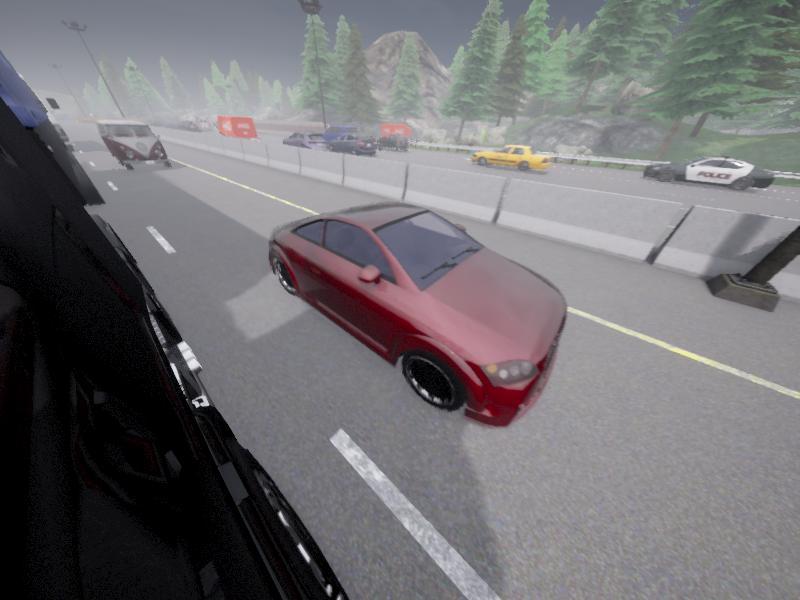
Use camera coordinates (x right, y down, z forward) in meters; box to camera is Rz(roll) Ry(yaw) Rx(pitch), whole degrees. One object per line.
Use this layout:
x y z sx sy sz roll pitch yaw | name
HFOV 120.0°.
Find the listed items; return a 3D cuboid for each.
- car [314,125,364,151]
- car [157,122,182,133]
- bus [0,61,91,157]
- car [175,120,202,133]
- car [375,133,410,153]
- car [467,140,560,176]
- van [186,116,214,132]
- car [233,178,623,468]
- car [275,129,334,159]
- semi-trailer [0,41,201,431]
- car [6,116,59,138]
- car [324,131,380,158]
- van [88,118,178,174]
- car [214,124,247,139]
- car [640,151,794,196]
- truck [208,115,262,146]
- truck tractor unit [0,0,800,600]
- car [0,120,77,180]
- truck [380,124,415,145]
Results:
-6.714 -17.980 25.528 5.566 2.045 2.150 28 44 30 | car
-39.745 -29.714 39.804 4.181 1.385 1.994 28 44 30 | car
-25.925 -12.736 15.561 10.273 4.253 3.944 28 44 30 | bus
-39.648 -32.523 43.304 4.611 1.667 2.242 28 44 30 | car
-0.875 -17.475 25.606 3.705 1.549 1.789 31 46 32 | car
7.746 -10.119 16.276 5.366 1.575 1.801 28 44 30 | car
-41.624 -36.700 48.130 6.366 2.431 2.351 30 45 31 | van
-0.050 -0.475 3.130 4.181 1.385 1.994 28 44 30 | car
-7.952 -12.993 19.149 4.856 1.649 2.033 28 44 30 | car
-8.686 -3.605 4.253 14.254 4.402 2.717 28 44 30 | semi-trailer
-38.200 -18.087 24.131 4.611 1.667 2.242 28 44 30 | car
-4.232 -13.775 20.374 4.611 1.667 2.242 28 44 30 | car
-13.499 -7.872 11.694 4.442 1.987 1.775 28 44 30 | van
-24.672 -24.559 33.634 5.366 1.575 1.801 28 44 30 | car
17.716 -7.535 13.459 4.974 1.542 2.038 28 44 30 | car
-18.207 -18.763 25.548 5.204 2.467 2.627 28 44 30 | truck
-2.645 -0.295 0.351 6.516 4.208 3.053 28 44 30 | truck tractor unit
-16.519 -6.658 10.056 4.553 1.767 2.097 28 44 30 | car
-0.321 -25.819 35.997 2.627 2.467 5.204 28 44 30 | truck
